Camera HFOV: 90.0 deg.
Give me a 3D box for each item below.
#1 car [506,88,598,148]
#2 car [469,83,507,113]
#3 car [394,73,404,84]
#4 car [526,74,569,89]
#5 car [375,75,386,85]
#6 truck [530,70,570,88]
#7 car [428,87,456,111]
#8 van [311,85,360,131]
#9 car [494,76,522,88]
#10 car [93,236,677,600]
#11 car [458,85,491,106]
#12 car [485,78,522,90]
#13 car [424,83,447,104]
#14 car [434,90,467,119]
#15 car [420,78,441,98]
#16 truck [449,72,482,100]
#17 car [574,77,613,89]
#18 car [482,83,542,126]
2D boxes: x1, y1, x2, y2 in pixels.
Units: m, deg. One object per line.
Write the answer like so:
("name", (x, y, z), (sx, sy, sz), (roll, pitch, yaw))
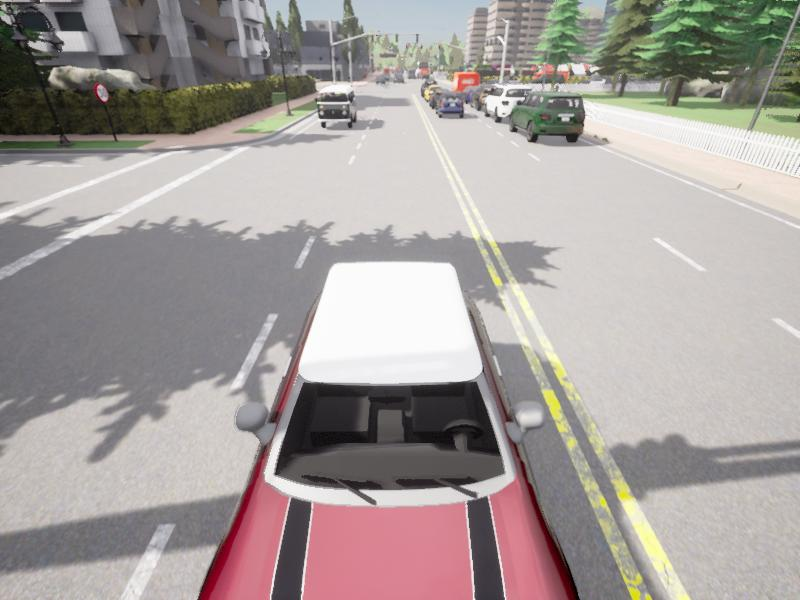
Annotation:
("car", (6.941, -8.877, 19.182), (2.150, 2.045, 5.566), (0, 30, 0))
("car", (6.911, -16.146, 31.792), (1.932, 1.855, 4.605), (0, 30, 0))
("car", (-0.188, -44.488, 80.398), (2.097, 1.767, 4.553), (0, 30, 0))
("car", (23.105, -34.389, 62.865), (5.566, 2.045, 2.150), (-1, 30, -1))
("car", (-3.680, -42.028, 76.401), (1.789, 1.549, 3.705), (0, 30, 0))
("truck", (24.578, -36.354, 65.821), (5.204, 2.467, 2.627), (-1, 30, -2))
("car", (3.406, -16.683, 33.110), (1.816, 1.474, 4.193), (0, 30, 0))
("van", (-3.572, -11.186, 23.136), (2.069, 2.038, 4.480), (0, 30, 0))
("car", (17.788, -35.932, 65.940), (3.988, 1.617, 1.851), (0, 30, 1))
("car", (-0.061, 0.913, 2.984), (1.970, 1.475, 3.806), (0, 30, 0))
("car", (6.898, -19.268, 37.531), (2.163, 1.488, 4.792), (0, 30, 0))
("car", (15.444, -32.275, 59.805), (4.792, 1.488, 2.163), (-1, 30, -1))
("car", (3.395, -20.251, 39.113), (1.801, 1.575, 5.366), (0, 30, 0))
("car", (3.420, -13.530, 27.633), (1.789, 1.549, 3.705), (0, 30, 0))
("car", (3.384, -23.933, 45.121), (1.932, 1.855, 4.605), (0, 30, 0))
("truck", (6.887, -22.912, 42.789), (2.627, 2.467, 5.204), (0, 30, 0))
("car", (30.553, -34.266, 63.169), (4.974, 1.542, 2.038), (-1, 30, -1))
("car", (6.923, -12.561, 25.489), (2.150, 2.045, 5.566), (0, 30, 0))
